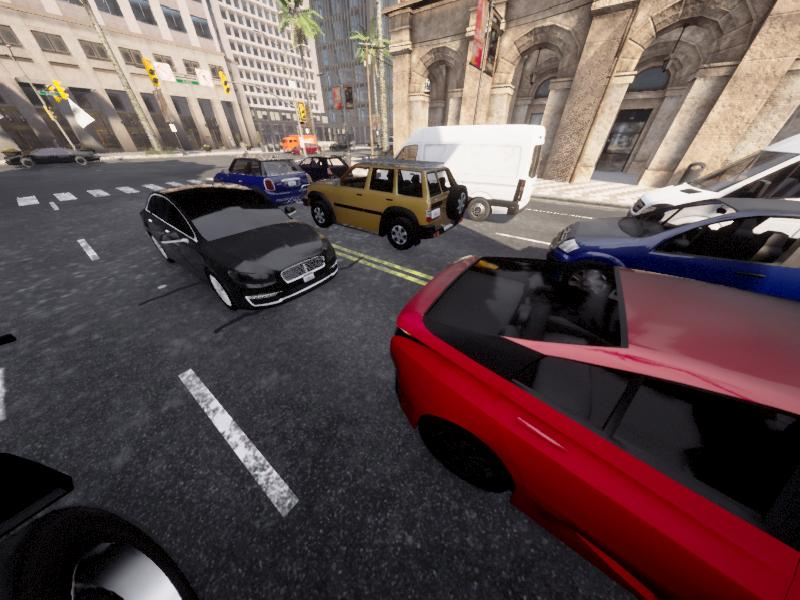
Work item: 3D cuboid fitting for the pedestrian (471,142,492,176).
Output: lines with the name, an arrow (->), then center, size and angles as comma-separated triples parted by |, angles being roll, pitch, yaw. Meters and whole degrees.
pedestrian -> 5.318, -9.196, 15.086 | 0.751, 1.860, 0.751 | 23, 41, 28

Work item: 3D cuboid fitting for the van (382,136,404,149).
van -> -1.577, -37.173, 54.435 | 1.988, 2.561, 5.915 | 23, 41, 28

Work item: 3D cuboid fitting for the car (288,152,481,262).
car -> -0.571, -2.829, 6.298 | 4.605, 1.855, 1.932 | 22, 41, 28

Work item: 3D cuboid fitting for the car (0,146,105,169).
car -> -31.115, -12.892, 20.791 | 2.033, 1.411, 5.357 | 22, 41, 28

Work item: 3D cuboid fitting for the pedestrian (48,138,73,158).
pedestrian -> -37.829, -16.916, 25.745 | 0.751, 1.860, 0.751 | 22, 41, 28

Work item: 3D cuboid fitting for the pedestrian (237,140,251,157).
pedestrian -> -21.253, -20.684, 31.474 | 0.751, 1.860, 0.751 | 25, 42, 31

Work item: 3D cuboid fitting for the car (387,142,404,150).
car -> -0.963, -33.728, 50.563 | 1.970, 1.475, 3.806 | 23, 41, 28

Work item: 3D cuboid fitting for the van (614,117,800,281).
van -> 8.509, -1.847, 4.393 | 5.915, 2.561, 1.988 | 22, 41, 28

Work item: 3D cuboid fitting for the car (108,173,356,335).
car -> -3.372, -1.375, 4.547 | 4.892, 1.490, 1.837 | 23, 41, 28

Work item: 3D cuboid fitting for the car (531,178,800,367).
car -> 4.551, -0.619, 3.431 | 3.988, 1.617, 1.851 | 22, 41, 28

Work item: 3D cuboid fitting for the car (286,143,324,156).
car -> -14.295, -23.014, 35.201 | 2.163, 1.488, 4.792 | 22, 41, 28

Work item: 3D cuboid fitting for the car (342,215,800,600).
car -> 2.081, 0.866, 1.375 | 4.514, 1.525, 2.007 | 22, 41, 28

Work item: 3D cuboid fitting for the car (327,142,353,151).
car -> -12.206, -31.345, 47.047 | 2.163, 1.488, 4.792 | 22, 41, 28

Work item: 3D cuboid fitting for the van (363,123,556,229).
van -> 1.657, -4.657, 8.335 | 5.915, 2.561, 1.988 | 22, 41, 28

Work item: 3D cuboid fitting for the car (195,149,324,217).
car -> -5.530, -4.809, 9.146 | 4.553, 1.767, 2.097 | 22, 41, 28

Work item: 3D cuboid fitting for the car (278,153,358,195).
car -> -4.213, -6.631, 11.971 | 3.633, 1.501, 1.845 | 23, 41, 28

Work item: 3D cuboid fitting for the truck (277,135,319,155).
truck -> -16.358, -25.233, 37.473 | 2.627, 2.467, 5.204 | 22, 41, 28
